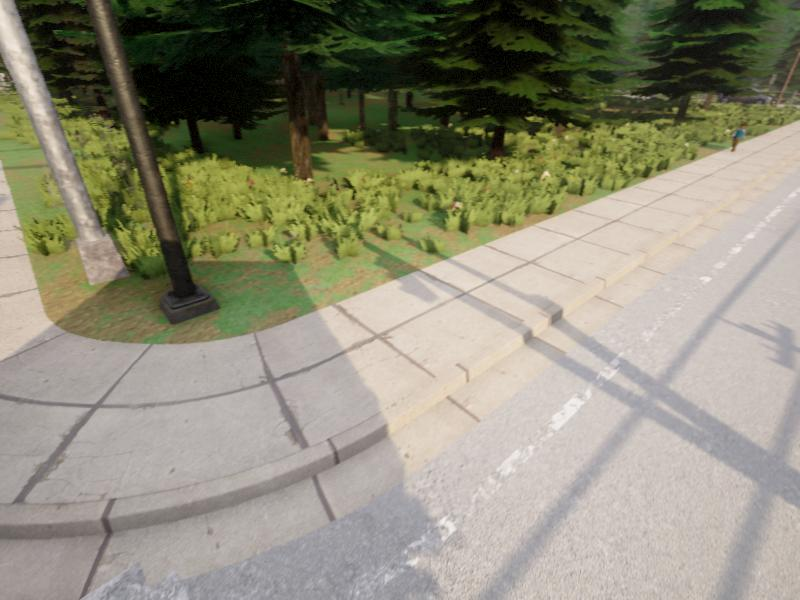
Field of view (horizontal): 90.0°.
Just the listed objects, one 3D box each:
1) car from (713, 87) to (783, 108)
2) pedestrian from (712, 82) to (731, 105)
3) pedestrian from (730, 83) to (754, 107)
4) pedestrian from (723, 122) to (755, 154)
[{"bbox_3d":[33.392,-19.545,38.530,2.007,1.525,4.514,-20,36,-31],"label":"car"},{"bbox_3d":[29.731,-19.112,37.033,0.751,1.860,0.751,17,34,26],"label":"pedestrian"},{"bbox_3d":[30.632,-18.406,35.847,0.751,1.860,0.751,-10,32,-17],"label":"pedestrian"},{"bbox_3d":[13.425,-6.430,15.858,0.500,1.100,0.500,-21,37,-32],"label":"pedestrian"}]
